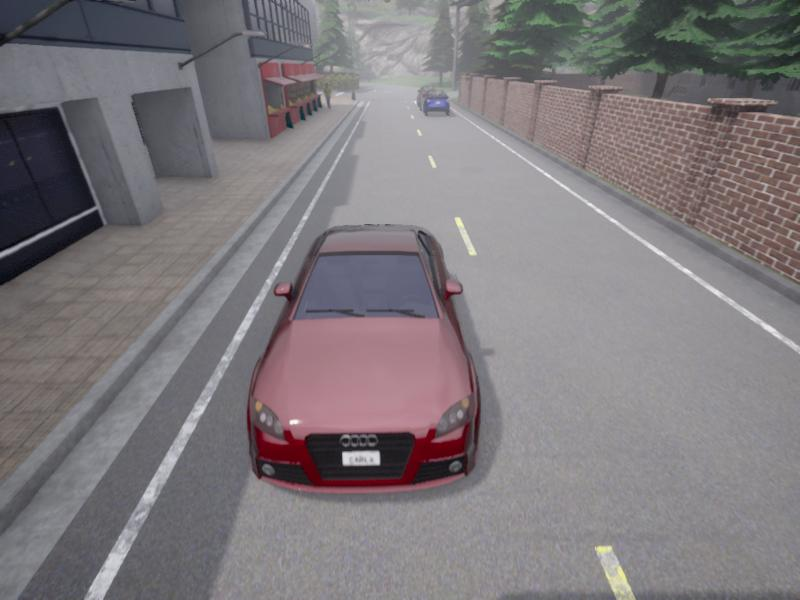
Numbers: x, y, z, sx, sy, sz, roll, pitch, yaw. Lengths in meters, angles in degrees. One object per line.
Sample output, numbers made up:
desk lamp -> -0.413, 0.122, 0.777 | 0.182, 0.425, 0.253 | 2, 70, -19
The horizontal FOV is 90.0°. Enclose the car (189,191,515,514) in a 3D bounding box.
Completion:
car -> -0.327, 0.015, 4.605 | 1.994, 1.385, 4.181 | -1, 31, -1

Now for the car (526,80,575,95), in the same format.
car -> 17.007, -24.164, 45.453 | 4.674, 1.442, 1.812 | -1, 30, -1

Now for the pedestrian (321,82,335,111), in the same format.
pedestrian -> -5.199, -14.769, 29.014 | 0.751, 1.860, 0.751 | -1, 30, -2

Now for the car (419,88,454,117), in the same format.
car -> 2.536, -14.433, 29.115 | 2.007, 1.525, 4.514 | -1, 30, -1

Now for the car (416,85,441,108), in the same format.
car -> 2.391, -17.715, 34.692 | 1.789, 1.549, 3.705 | -1, 30, -1
